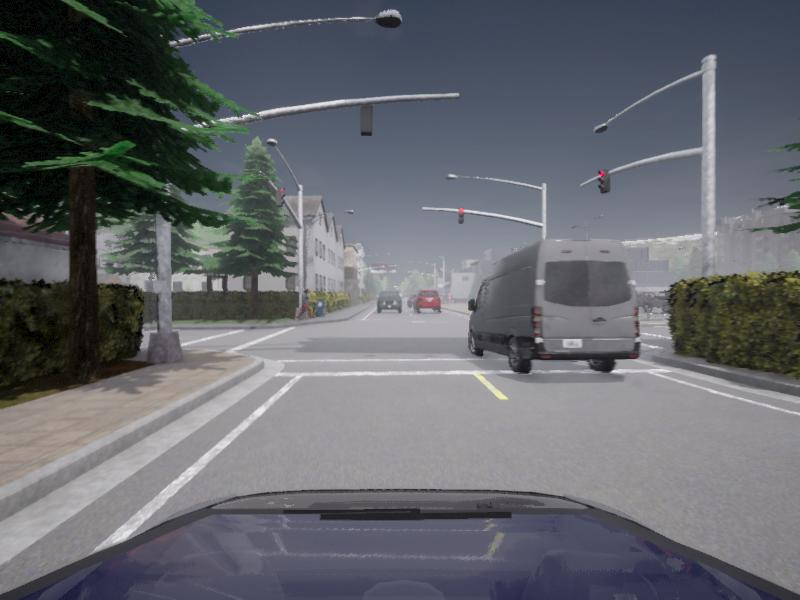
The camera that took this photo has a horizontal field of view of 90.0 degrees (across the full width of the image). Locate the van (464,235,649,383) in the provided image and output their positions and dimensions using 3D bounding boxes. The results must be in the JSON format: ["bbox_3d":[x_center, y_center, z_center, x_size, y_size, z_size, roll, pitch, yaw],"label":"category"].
[{"bbox_3d":[3.186,0.287,9.906,1.988,2.561,5.915,0,-3,-3],"label":"van"}]

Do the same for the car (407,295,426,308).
[{"bbox_3d":[2.126,0.153,53.508,2.242,1.667,4.611,0,1,-1],"label":"car"}]

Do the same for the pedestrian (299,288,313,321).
[{"bbox_3d":[-5.483,0.251,23.320,0.751,1.860,0.751,0,1,-13],"label":"pedestrian"}]

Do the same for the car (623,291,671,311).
[{"bbox_3d":[24.850,0.054,40.483,1.932,1.855,4.605,0,1,-2],"label":"car"}]

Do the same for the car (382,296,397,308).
[{"bbox_3d":[-1.333,0.275,51.860,1.837,1.490,4.892,0,1,-1],"label":"car"}]

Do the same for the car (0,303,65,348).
[{"bbox_3d":[-15.624,0.918,14.937,4.514,1.525,2.007,0,1,-1],"label":"car"}]

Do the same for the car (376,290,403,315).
[{"bbox_3d":[-0.933,0.169,35.845,2.150,2.045,5.566,0,1,-1],"label":"car"}]

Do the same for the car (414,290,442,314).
[{"bbox_3d":[2.524,0.132,37.580,2.150,2.045,5.566,0,1,-1],"label":"car"}]
